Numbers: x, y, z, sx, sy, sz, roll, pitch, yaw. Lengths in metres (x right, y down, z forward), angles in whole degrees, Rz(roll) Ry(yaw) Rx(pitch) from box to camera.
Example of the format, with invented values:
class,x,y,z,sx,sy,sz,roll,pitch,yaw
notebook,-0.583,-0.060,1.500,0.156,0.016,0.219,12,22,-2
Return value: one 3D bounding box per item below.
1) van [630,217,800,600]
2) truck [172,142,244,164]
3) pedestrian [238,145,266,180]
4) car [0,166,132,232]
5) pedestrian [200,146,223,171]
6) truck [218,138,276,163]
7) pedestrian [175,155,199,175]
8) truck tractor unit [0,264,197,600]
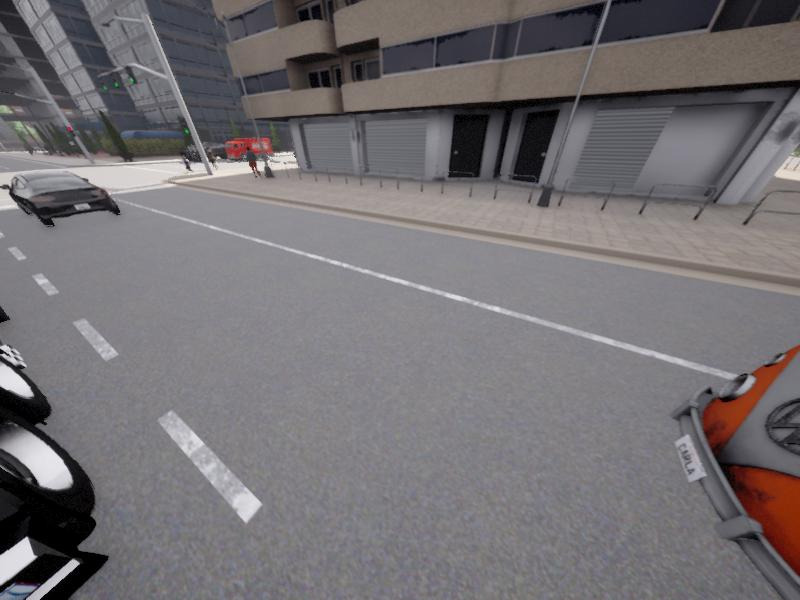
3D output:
class,x,y,z,sx,sy,sz,roll,pitch,yaw
van,3.975,1.275,0.397,4.442,1.987,1.775,18,39,24
truck,-24.008,-18.779,29.325,2.390,2.098,6.274,19,39,25
pedestrian,-9.421,-8.792,14.765,0.751,1.860,0.751,22,40,28
car,-12.135,-3.761,8.236,4.674,1.442,1.812,18,39,25
pedestrian,-16.631,-12.512,20.430,0.751,1.860,0.751,19,39,26
truck,-19.506,-19.375,29.805,2.627,2.467,5.204,18,40,25
pedestrian,-17.012,-10.794,18.458,0.751,1.300,0.751,17,38,23
truck tractor unit,-5.109,-0.304,0.775,6.516,4.208,3.053,18,39,24
